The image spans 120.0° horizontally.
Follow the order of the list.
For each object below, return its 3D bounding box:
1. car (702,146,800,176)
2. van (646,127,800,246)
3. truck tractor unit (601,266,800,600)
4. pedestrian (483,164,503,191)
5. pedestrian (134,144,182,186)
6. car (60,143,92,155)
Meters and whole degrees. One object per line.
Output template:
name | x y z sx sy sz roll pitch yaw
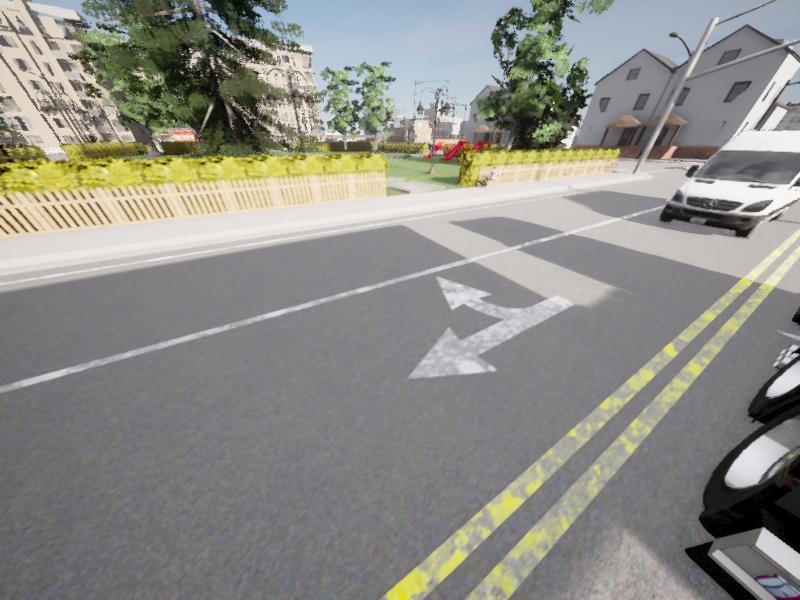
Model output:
car | 30.380 -12.147 20.045 4.605 1.855 1.932 28 44 33
van | 11.173 -3.817 7.349 5.915 2.561 1.988 -17 39 -24
truck tractor unit | 5.113 -0.299 0.773 6.516 4.208 3.053 -18 39 -24
pedestrian | 4.671 -6.160 11.616 0.500 1.100 0.500 -17 38 -23
pedestrian | -12.553 -7.022 12.051 0.751 1.860 0.751 -3 35 -4
car | -51.566 -24.128 36.850 1.789 1.549 3.705 -22 41 -29
